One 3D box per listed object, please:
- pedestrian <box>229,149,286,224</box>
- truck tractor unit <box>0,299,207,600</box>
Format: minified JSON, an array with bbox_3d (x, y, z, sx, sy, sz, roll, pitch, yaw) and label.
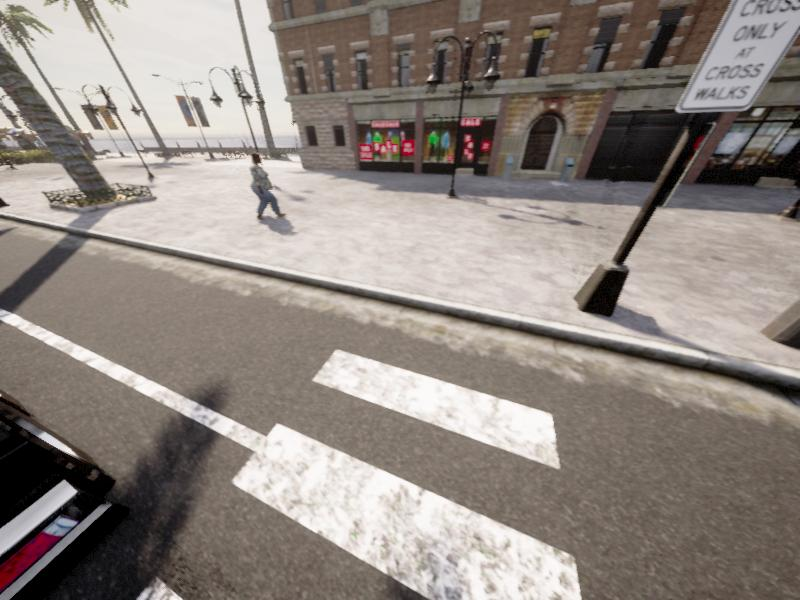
[{"bbox_3d":[-4.085,-3.317,6.793,0.751,1.860,0.751,-8,36,-11],"label":"pedestrian"},{"bbox_3d":[-5.241,-0.144,0.566,6.516,4.208,3.053,13,37,17],"label":"truck tractor unit"}]
